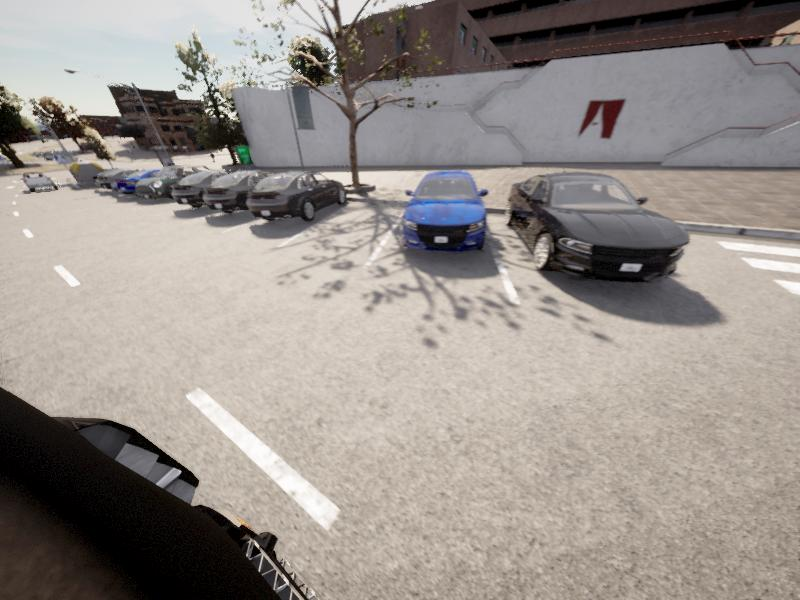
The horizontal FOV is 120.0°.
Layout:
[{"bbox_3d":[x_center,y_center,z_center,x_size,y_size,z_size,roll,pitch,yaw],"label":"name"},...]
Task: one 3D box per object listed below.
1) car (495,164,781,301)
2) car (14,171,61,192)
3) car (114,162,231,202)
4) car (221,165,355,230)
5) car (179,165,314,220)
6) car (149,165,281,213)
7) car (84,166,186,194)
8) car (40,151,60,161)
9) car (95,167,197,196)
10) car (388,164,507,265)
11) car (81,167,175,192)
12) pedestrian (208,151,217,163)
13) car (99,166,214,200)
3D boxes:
[{"bbox_3d":[3.841,-2.066,5.317,2.097,1.535,5.008,4,34,9],"label":"car"},{"bbox_3d":[-35.043,-11.539,22.403,3.633,1.501,1.845,21,40,31],"label":"car"},{"bbox_3d":[-13.844,-7.551,14.571,2.185,1.767,4.553,6,34,12],"label":"car"},{"bbox_3d":[-3.824,-4.302,9.193,2.231,1.521,4.892,4,34,11],"label":"car"},{"bbox_3d":[-6.356,-5.066,10.520,2.231,1.521,4.892,5,34,11],"label":"car"},{"bbox_3d":[-8.872,-5.841,11.865,2.231,1.521,4.892,5,34,12],"label":"car"},{"bbox_3d":[-21.216,-9.895,18.877,2.231,1.521,4.892,6,34,14],"label":"car"},{"bbox_3d":[-84.361,-34.681,55.617,3.988,1.617,1.851,24,42,27],"label":"car"},{"bbox_3d":[-18.766,-9.030,17.462,2.002,1.452,4.674,7,34,13],"label":"car"},{"bbox_3d":[1.280,-2.812,6.604,2.097,1.535,5.008,4,34,10],"label":"car"},{"bbox_3d":[-23.628,-10.739,20.385,2.163,1.488,4.792,7,34,14],"label":"car"},{"bbox_3d":[-37.488,-28.607,46.185,0.751,1.860,0.751,-21,41,-28],"label":"pedestrian"},{"bbox_3d":[-16.321,-8.238,16.013,2.097,1.535,5.008,6,34,13],"label":"car"}]
